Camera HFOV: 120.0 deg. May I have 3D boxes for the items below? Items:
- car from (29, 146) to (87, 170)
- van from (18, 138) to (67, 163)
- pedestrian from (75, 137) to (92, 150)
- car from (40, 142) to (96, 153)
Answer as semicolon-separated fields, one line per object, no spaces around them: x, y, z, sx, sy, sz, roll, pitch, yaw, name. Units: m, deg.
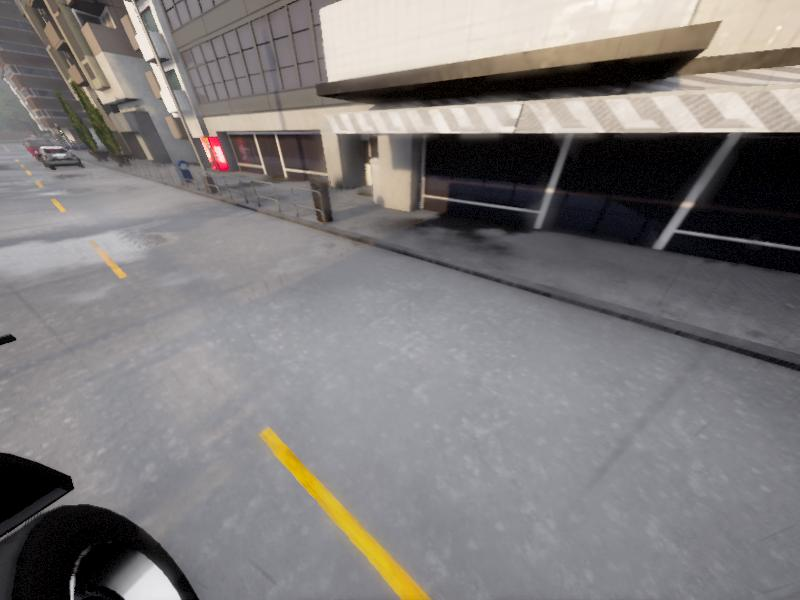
-28.242;-11.780;19.086;3.806;1.475;1.970;22;41;28;car
-37.244;-15.655;24.061;4.442;1.987;1.775;22;41;28;van
-53.650;-26.499;39.156;0.751;1.860;0.751;20;40;26;pedestrian
-53.364;-24.659;37.277;4.718;1.301;1.895;-13;37;-19;car
